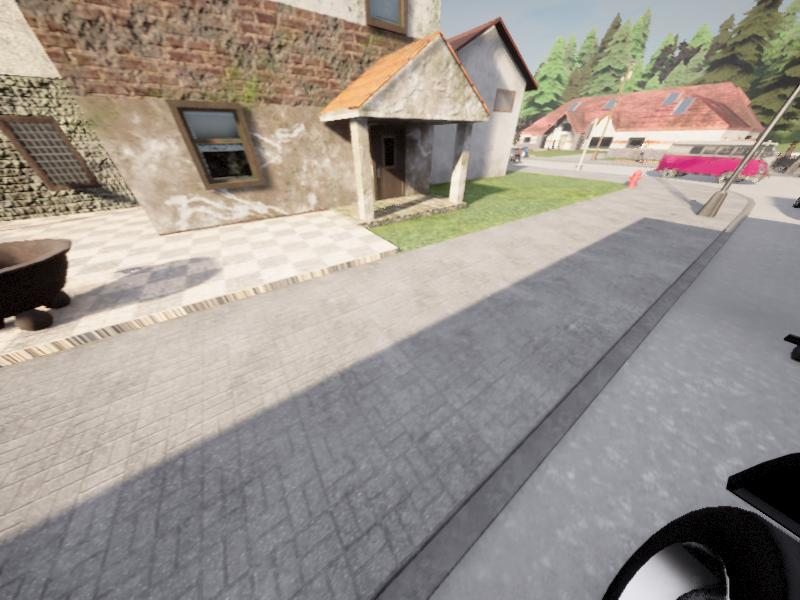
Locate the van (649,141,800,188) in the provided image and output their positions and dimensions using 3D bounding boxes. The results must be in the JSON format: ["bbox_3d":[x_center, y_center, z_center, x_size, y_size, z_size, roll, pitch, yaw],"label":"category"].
[{"bbox_3d":[18.136,-7.953,13.315,1.775,1.987,4.442,-14,37,-19],"label":"van"}]

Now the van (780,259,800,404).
[{"bbox_3d":[7.029,-0.516,2.389,5.915,2.561,1.988,-21,41,-27],"label":"van"}]

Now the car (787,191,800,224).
[{"bbox_3d":[14.236,-3.241,7.047,3.705,1.549,1.789,-25,42,-31],"label":"car"}]

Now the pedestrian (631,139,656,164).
[{"bbox_3d":[22.472,-13.710,21.324,0.751,1.860,0.751,-25,42,-31],"label":"pedestrian"}]

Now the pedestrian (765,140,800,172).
[{"bbox_3d":[26.988,-10.083,16.152,0.751,1.860,0.751,-22,41,-28],"label":"pedestrian"}]

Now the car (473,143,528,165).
[{"bbox_3d":[10.254,-15.259,23.996,2.242,1.667,4.611,-22,40,-27],"label":"car"}]

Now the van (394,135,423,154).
[{"bbox_3d":[1.350,-27.172,40.186,1.988,2.561,5.915,-22,41,-27],"label":"van"}]
